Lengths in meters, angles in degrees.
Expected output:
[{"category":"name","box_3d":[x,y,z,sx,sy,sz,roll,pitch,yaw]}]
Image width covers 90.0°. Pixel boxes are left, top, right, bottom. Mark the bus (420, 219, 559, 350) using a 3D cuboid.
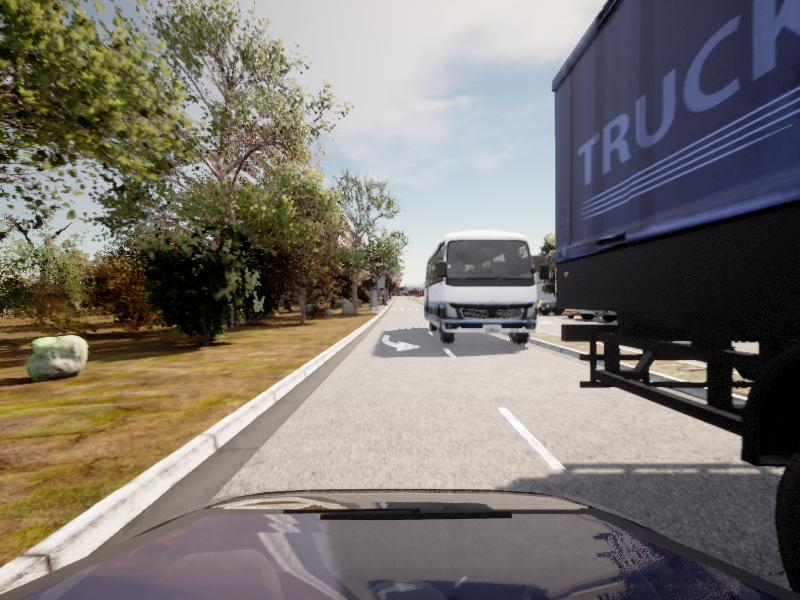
[{"category":"bus","box_3d":[3.142,-0.499,18.102,3.944,4.253,10.273,0,0,0]}]
